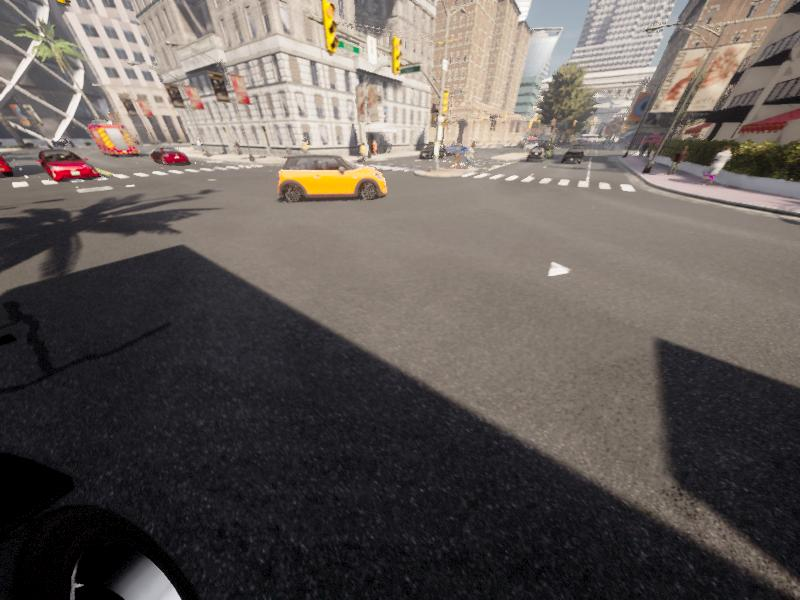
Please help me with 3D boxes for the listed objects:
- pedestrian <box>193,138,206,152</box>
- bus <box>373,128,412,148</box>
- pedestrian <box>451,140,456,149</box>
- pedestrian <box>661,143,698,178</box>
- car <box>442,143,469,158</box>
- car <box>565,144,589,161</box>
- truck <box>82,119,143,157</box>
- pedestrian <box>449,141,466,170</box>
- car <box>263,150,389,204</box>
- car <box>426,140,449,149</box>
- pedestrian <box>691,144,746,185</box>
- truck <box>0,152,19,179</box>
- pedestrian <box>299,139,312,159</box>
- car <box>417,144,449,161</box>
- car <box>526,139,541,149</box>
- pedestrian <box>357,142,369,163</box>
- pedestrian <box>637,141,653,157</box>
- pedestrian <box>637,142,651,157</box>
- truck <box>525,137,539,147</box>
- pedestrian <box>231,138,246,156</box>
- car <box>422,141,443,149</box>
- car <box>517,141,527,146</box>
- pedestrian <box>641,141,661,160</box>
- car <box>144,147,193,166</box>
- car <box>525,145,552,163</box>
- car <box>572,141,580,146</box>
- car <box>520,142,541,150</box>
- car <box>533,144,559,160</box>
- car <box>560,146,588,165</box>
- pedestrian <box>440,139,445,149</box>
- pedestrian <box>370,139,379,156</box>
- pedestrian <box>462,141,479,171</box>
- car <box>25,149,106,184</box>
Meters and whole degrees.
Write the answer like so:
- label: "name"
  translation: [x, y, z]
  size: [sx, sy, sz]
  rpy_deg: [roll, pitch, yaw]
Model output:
- label: "pedestrian"
  translation: [-32.336, -24.991, 37.219]
  size: [0.751, 1.860, 0.751]
  rpy_deg: [22, 41, 28]
- label: "bus"
  translation: [-2.171, -45.066, 64.180]
  size: [10.273, 4.253, 3.944]
  rpy_deg: [22, 41, 27]
- label: "pedestrian"
  translation: [12.217, -35.677, 53.004]
  size: [0.751, 1.860, 0.751]
  rpy_deg: [20, 40, 25]
- label: "pedestrian"
  translation: [18.098, -9.082, 15.031]
  size: [0.751, 1.860, 0.751]
  rpy_deg: [26, 43, 32]
- label: "car"
  translation: [8.143, -21.980, 33.850]
  size: [1.882, 1.535, 5.008]
  rpy_deg: [22, 41, 27]
- label: "car"
  translation: [22.777, -18.961, 29.619]
  size: [1.851, 1.617, 3.988]
  rpy_deg: [22, 40, 27]
- label: "truck"
  translation: [-39.110, -21.915, 31.401]
  size: [8.468, 3.827, 2.891]
  rpy_deg: [25, 42, 30]
- label: "pedestrian"
  translation: [4.464, -11.210, 17.958]
  size: [0.751, 1.860, 0.751]
  rpy_deg: [22, 41, 28]
- label: "car"
  translation: [-2.903, -5.435, 10.057]
  size: [4.553, 1.767, 2.097]
  rpy_deg: [-5, 36, -8]
- label: "car"
  translation: [9.347, -39.342, 58.416]
  size: [5.238, 1.638, 1.930]
  rpy_deg: [22, 40, 27]
- label: "pedestrian"
  translation: [17.320, -7.398, 12.635]
  size: [0.751, 1.860, 0.751]
  rpy_deg: [11, 37, 15]
- label: "truck"
  translation: [-28.848, -10.161, 14.796]
  size: [8.468, 3.827, 2.891]
  rpy_deg: [22, 41, 28]
- label: "pedestrian"
  translation: [-10.755, -17.175, 26.294]
  size: [0.751, 1.860, 0.751]
  rpy_deg: [-27, 43, -33]
- label: "car"
  translation: [4.301, -18.761, 29.288]
  size: [1.837, 1.490, 4.892]
  rpy_deg: [22, 41, 27]
- label: "car"
  translation: [35.341, -41.298, 61.051]
  size: [2.150, 2.045, 5.566]
  rpy_deg: [22, 40, 27]
- label: "pedestrian"
  translation: [-3.788, -15.281, 23.924]
  size: [0.751, 1.860, 0.751]
  rpy_deg: [26, 42, 31]
- label: "pedestrian"
  translation: [32.954, -20.320, 31.101]
  size: [0.751, 1.860, 0.751]
  rpy_deg: [-29, 44, -34]
- label: "pedestrian"
  translation: [36.670, -22.689, 34.754]
  size: [0.751, 1.860, 0.751]
  rpy_deg: [23, 41, 28]
- label: "truck"
  translation: [43.013, -51.425, 75.111]
  size: [2.627, 2.467, 5.204]
  rpy_deg: [22, 40, 27]
- label: "pedestrian"
  translation: [-21.002, -19.844, 30.002]
  size: [0.751, 1.860, 0.751]
  rpy_deg: [22, 40, 27]
- label: "car"
  translation: [7.756, -37.489, 55.870]
  size: [4.514, 1.525, 2.007]
  rpy_deg: [22, 40, 27]
- label: "car"
  translation: [40.872, -52.468, 77.587]
  size: [1.895, 1.301, 4.718]
  rpy_deg: [22, 40, 27]
- label: "pedestrian"
  translation: [29.716, -17.717, 27.381]
  size: [0.751, 1.860, 0.751]
  rpy_deg: [21, 40, 27]
- label: "car"
  translation: [-22.506, -14.026, 22.465]
  size: [4.181, 1.385, 1.994]
  rpy_deg: [21, 40, 27]
- label: "car"
  translation: [16.008, -16.858, 26.627]
  size: [1.789, 1.549, 3.705]
  rpy_deg: [22, 41, 28]
- label: "car"
  translation: [62.528, -55.627, 82.037]
  size: [1.801, 1.575, 5.366]
  rpy_deg: [22, 40, 27]
- label: "car"
  translation: [30.354, -35.873, 53.752]
  size: [3.633, 1.501, 1.845]
  rpy_deg: [21, 40, 27]
- label: "car"
  translation: [19.507, -19.770, 30.811]
  size: [2.007, 1.525, 4.514]
  rpy_deg: [22, 40, 27]
- label: "car"
  translation: [19.168, -15.910, 25.358]
  size: [1.837, 1.490, 4.892]
  rpy_deg: [22, 40, 27]
- label: "pedestrian"
  translation: [9.048, -33.130, 49.099]
  size: [0.751, 1.860, 0.751]
  rpy_deg: [16, 38, 21]
- label: "pedestrian"
  translation: [-3.308, -19.974, 30.326]
  size: [0.751, 1.860, 0.751]
  rpy_deg: [17, 38, 22]
- label: "pedestrian"
  translation: [5.393, -11.029, 17.709]
  size: [0.751, 1.860, 0.751]
  rpy_deg: [24, 42, 30]
- label: "car"
  translation: [-20.776, -8.397, 14.351]
  size: [4.514, 1.525, 2.007]
  rpy_deg: [22, 41, 28]
